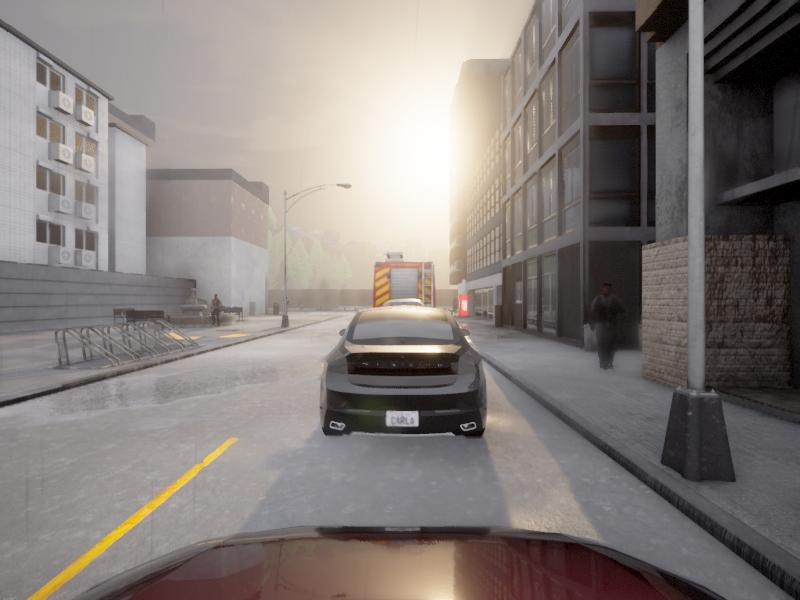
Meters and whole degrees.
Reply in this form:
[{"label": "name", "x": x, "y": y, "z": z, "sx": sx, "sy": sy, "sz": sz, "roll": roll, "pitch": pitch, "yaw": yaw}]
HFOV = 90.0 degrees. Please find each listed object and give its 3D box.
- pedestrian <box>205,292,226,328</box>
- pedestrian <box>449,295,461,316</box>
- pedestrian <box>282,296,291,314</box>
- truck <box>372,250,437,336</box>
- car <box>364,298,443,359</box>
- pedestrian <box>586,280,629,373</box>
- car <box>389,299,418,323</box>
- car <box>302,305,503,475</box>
[{"label": "pedestrian", "x": -9.738, "y": 0.533, "z": 21.169, "sx": 0.751, "sy": 1.860, "sz": 0.751, "roll": 0, "pitch": 0, "yaw": 1}, {"label": "pedestrian", "x": 5.006, "y": 0.524, "z": 36.527, "sx": 0.751, "sy": 1.860, "sz": 0.751, "roll": 0, "pitch": 0, "yaw": -23}, {"label": "pedestrian", "x": -11.993, "y": 0.547, "z": 42.278, "sx": 0.751, "sy": 1.860, "sz": 0.751, "roll": 0, "pitch": 0, "yaw": -10}, {"label": "truck", "x": 0.248, "y": -0.321, "z": 22.112, "sx": 2.891, "sy": 3.827, "sz": 8.468, "roll": 0, "pitch": 0, "yaw": 1}, {"label": "car", "x": 0.140, "y": 0.780, "z": 13.363, "sx": 2.152, "sy": 1.651, "sz": 5.027, "roll": 0, "pitch": 0, "yaw": 1}, {"label": "pedestrian", "x": 4.405, "y": 0.533, "z": 8.489, "sx": 0.751, "sy": 1.860, "sz": 0.751, "roll": 0, "pitch": 0, "yaw": 32}, {"label": "car", "x": 0.308, "y": 0.778, "z": 30.924, "sx": 2.033, "sy": 1.649, "sz": 4.856, "roll": 0, "pitch": 0, "yaw": 1}, {"label": "car", "x": 0.063, "y": 0.845, "z": 6.103, "sx": 1.837, "sy": 1.490, "sz": 4.892, "roll": 0, "pitch": 0, "yaw": 1}]
